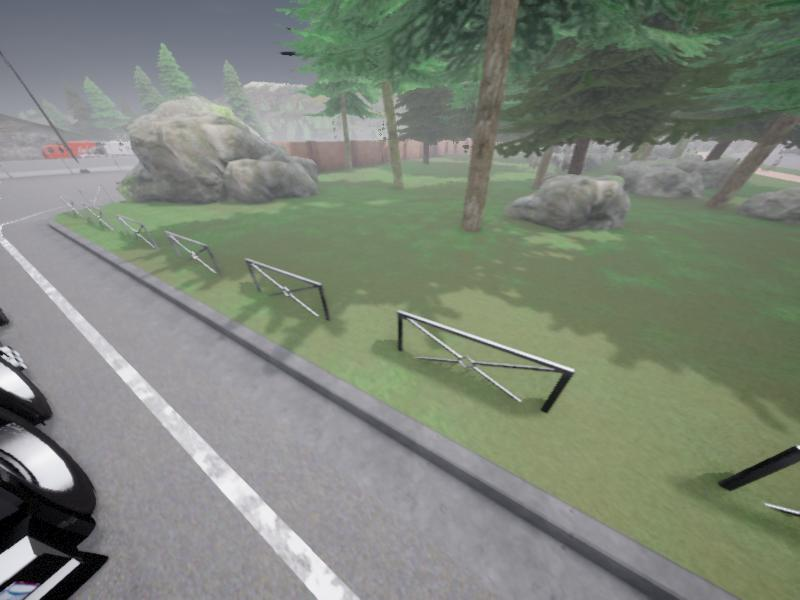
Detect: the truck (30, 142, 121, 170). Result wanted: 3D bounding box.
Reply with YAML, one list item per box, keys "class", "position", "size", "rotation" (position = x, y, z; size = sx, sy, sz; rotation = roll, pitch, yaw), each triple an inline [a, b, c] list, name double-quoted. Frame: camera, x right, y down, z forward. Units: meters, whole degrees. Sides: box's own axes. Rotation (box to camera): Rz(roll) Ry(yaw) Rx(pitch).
- class: "truck"
  position: [-37.439, -16.923, 26.912]
  size: [2.627, 2.467, 5.204]
  rotation: [17, 39, 24]

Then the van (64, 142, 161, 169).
- class: "van"
  position: [-33.276, -17.078, 27.137]
  size: [2.351, 2.431, 6.366]
  rotation: [17, 38, 24]

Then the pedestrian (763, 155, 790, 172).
- class: "pedestrian"
  position: [29.810, -10.847, 18.316]
  size: [0.500, 1.100, 0.500]
  rotation: [19, 39, 25]

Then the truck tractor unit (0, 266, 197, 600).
- class: "truck tractor unit"
  position: [-5.116, -0.294, 0.783]
  size: [6.516, 4.208, 3.053]
  rotation: [18, 39, 24]

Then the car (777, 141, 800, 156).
- class: "car"
  position: [63.498, -24.513, 37.307]
  size: [4.553, 1.767, 2.097]
  rotation: [-22, 40, -28]
